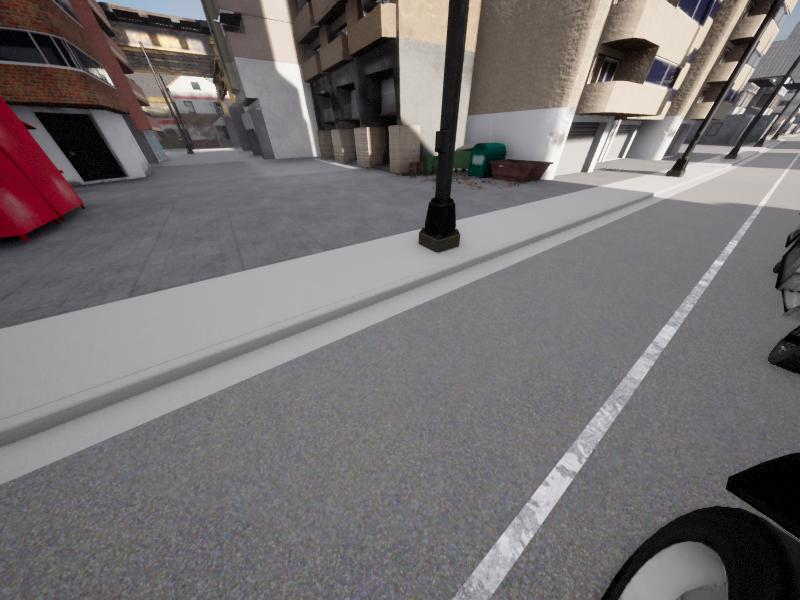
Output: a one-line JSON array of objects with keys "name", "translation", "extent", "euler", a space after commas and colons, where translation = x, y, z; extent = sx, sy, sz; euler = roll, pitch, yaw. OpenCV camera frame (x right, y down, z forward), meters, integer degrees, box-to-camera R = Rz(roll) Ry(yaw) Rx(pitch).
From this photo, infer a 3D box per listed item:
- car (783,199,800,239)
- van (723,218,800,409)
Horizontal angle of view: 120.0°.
[{"name": "car", "translation": [13.142, -2.684, 6.325], "extent": [4.902, 1.511, 2.128], "euler": [-22, 40, -27]}, {"name": "van", "translation": [7.035, -0.624, 2.656], "extent": [6.366, 2.431, 2.351], "euler": [-22, 40, -27]}]
